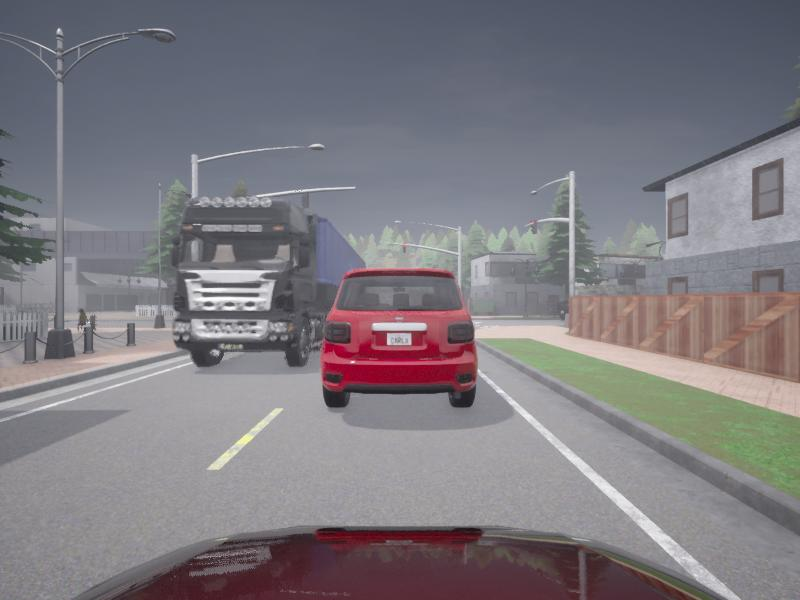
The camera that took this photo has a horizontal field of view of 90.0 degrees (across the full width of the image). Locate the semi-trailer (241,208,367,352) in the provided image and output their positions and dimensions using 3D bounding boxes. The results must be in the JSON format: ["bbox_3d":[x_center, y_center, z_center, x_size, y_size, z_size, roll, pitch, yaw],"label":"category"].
[{"bbox_3d":[-3.534,-0.616,19.382,2.717,4.402,14.254,0,0,0],"label":"semi-trailer"}]

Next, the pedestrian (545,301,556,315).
[{"bbox_3d":[13.928,0.747,36.993,0.751,1.300,0.751,0,0,-4],"label":"pedestrian"}]

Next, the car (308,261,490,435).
[{"bbox_3d":[-0.013,0.568,7.496,2.150,2.045,5.566,0,0,0],"label":"car"}]

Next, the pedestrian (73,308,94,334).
[{"bbox_3d":[-13.287,0.875,16.802,0.500,1.100,0.500,0,0,-2],"label":"pedestrian"}]

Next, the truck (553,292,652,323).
[{"bbox_3d":[14.789,0.523,29.358,6.274,2.098,2.390,0,0,-9],"label":"truck"}]

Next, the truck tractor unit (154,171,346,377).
[{"bbox_3d":[-3.513,-0.523,11.467,3.053,4.208,6.516,0,0,0],"label":"truck tractor unit"}]
